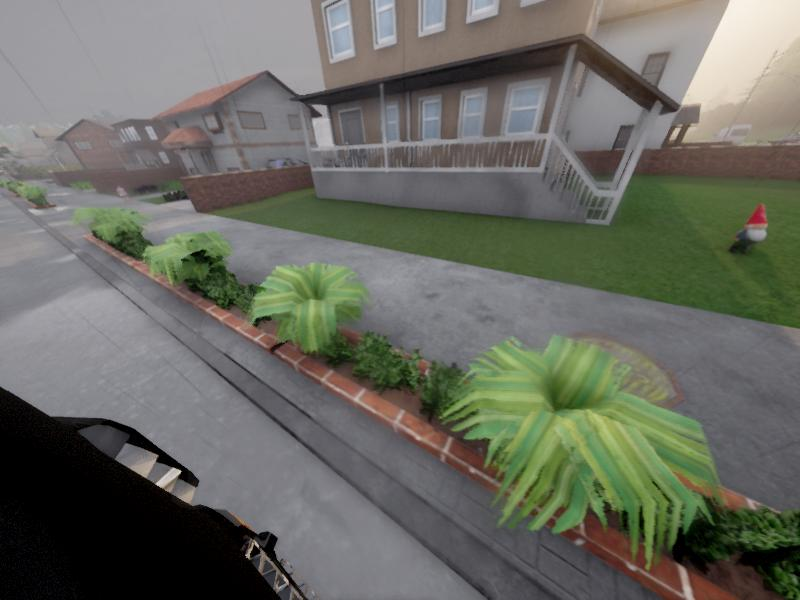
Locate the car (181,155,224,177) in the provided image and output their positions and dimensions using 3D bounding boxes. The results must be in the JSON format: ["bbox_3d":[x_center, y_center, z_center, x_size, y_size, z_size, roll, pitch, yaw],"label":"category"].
[{"bbox_3d":[-22.284,-15.090,26.041,3.866,1.878,1.905,17,39,27],"label":"car"}]

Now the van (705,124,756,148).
[{"bbox_3d":[48.988,-24.398,34.471,1.988,2.561,5.915,17,39,27],"label":"van"}]

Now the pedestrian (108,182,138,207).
[{"bbox_3d":[-14.827,-5.656,12.366,0.500,1.100,0.500,17,38,27],"label":"pedestrian"}]

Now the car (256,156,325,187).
[{"bbox_3d":[-7.349,-8.916,15.893,1.845,1.501,3.633,17,39,27],"label":"car"}]

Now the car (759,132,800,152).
[{"bbox_3d":[40.863,-16.447,23.985,2.033,1.649,4.856,17,39,28],"label":"car"}]
